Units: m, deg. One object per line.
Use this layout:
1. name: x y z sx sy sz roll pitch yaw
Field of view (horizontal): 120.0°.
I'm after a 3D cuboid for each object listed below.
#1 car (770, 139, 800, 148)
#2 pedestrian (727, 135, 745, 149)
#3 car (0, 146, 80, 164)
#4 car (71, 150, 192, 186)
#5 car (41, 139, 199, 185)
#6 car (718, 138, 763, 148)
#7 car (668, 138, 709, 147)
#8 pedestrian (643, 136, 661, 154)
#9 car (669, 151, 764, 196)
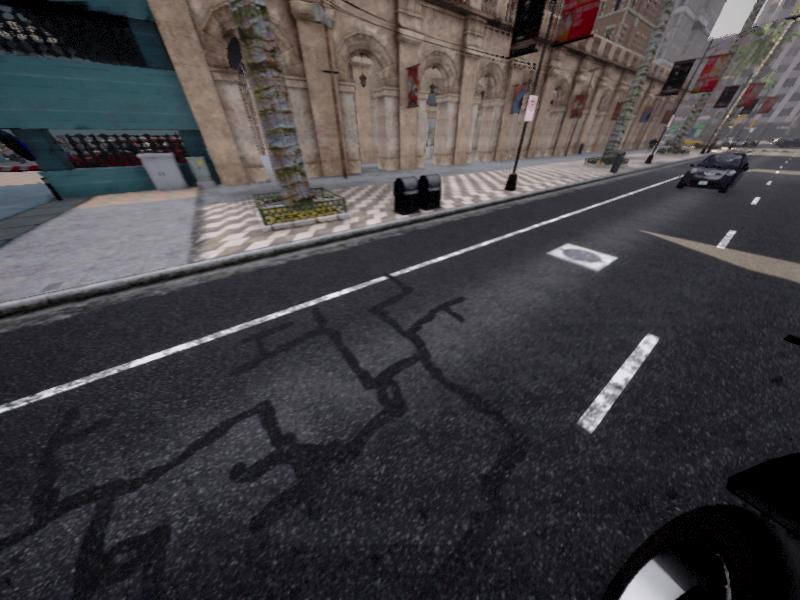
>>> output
1. car: 76.226 -30.053 44.274 5.357 1.411 2.033 11 37 16
2. pedestrian: 57.172 -26.884 39.307 0.751 1.860 0.751 11 37 16
3. car: -41.014 -16.589 26.304 4.902 1.511 2.128 -22 41 -28
4. car: -16.256 -8.363 14.472 4.514 1.523 2.007 -22 41 -28
5. car: -16.306 -8.664 14.219 5.566 2.045 2.435 -22 41 -28
6. car: 69.282 -32.131 47.173 2.038 1.542 4.974 -26 43 -31
7. car: 64.745 -35.519 51.970 1.801 1.575 5.366 -22 41 -27
8. pedestrian: 32.634 -20.075 29.971 0.751 1.860 0.751 -22 41 -28
9. car: 15.279 -6.211 11.169 3.633 1.501 1.845 -22 41 -28
